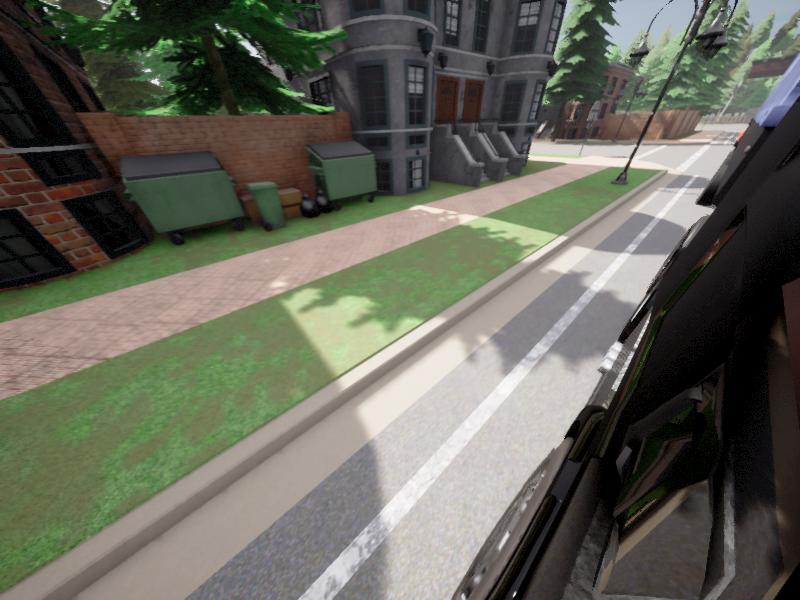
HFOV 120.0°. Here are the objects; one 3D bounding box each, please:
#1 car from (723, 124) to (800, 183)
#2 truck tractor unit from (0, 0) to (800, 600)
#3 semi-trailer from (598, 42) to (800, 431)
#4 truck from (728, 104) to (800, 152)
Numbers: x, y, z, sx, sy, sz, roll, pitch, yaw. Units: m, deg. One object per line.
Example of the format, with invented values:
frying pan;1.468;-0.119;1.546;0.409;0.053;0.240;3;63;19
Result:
car;16.234;-6.459;9.965;5.238;1.638;1.930;-28;44;-30
truck tractor unit;2.645;-0.295;0.351;6.516;4.208;3.053;-28;44;-30
semi-trailer;8.698;-3.593;4.247;14.254;4.402;2.717;-28;44;-30
truck;26.664;-12.349;16.541;5.204;2.467;2.627;-28;44;-30
